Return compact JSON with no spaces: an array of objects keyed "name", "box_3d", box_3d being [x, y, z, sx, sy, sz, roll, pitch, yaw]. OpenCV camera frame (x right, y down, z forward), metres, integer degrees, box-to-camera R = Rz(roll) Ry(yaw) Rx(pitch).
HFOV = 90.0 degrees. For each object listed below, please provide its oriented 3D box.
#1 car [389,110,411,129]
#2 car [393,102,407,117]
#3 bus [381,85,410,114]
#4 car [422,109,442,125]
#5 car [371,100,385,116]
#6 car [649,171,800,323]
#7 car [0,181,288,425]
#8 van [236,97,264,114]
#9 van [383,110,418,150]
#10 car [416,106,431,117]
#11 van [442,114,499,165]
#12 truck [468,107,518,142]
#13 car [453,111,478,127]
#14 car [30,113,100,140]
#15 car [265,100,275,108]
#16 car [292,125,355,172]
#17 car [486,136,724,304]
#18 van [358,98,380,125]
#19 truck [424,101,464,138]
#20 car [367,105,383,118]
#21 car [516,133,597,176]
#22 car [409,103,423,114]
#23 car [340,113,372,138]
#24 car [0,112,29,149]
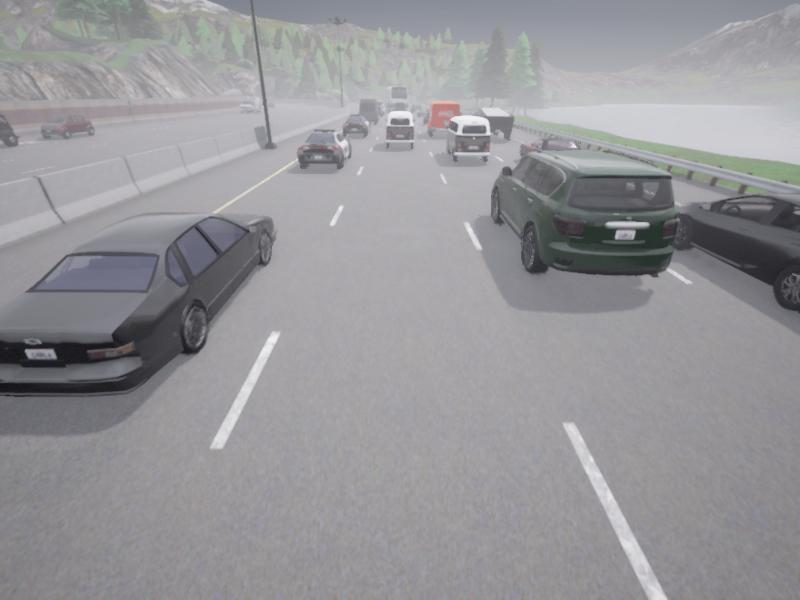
[{"name":"car","box_3d":[0.018,-18.517,40.883,2.128,1.511,4.902,0,27,0]},{"name":"car","box_3d":[-0.040,-28.737,60.300,1.905,1.878,3.866,0,27,-1]},{"name":"bus","box_3d":[-0.915,-36.411,72.596,3.944,4.253,10.273,-3,27,-7]},{"name":"car","box_3d":[3.521,-20.531,44.872,1.816,1.474,4.193,0,27,0]},{"name":"car","box_3d":[-3.628,-31.063,64.611,2.150,2.045,5.566,-2,27,-4]},{"name":"car","box_3d":[6.997,-1.161,7.267,2.007,1.525,4.514,0,27,0]},{"name":"car","box_3d":[-3.502,-0.578,6.158,2.033,1.411,5.357,0,27,0]},{"name":"van","box_3d":[-24.748,-32.230,66.193,2.351,2.431,6.366,-1,27,-2]},{"name":"van","box_3d":[0.009,-11.092,25.897,2.069,2.038,4.480,0,27,0]},{"name":"car","box_3d":[3.459,-28.544,60.617,1.895,1.301,4.718,0,27,-1]},{"name":"van","box_3d":[3.508,-8.490,20.890,2.069,2.038,4.480,0,27,0]},{"name":"truck","box_3d":[7.015,-13.798,31.168,2.390,2.098,6.274,0,27,0]},{"name":"car","box_3d":[7.019,-19.543,43.191,1.895,1.301,4.718,0,27,0]},{"name":"car","box_3d":[-24.488,-12.795,29.446,1.789,1.549,3.705,0,27,0]},{"name":"car","box_3d":[-29.304,-44.120,90.196,1.882,1.535,5.008,-7,28,-14]},{"name":"car","box_3d":[-3.493,-7.397,19.236,2.038,1.542,4.974,0,27,0]},{"name":"car","box_3d":[3.490,-2.124,8.525,2.150,2.045,5.566,1,27,1]},{"name":"van","box_3d":[-3.470,-21.588,45.682,1.988,2.561,5.915,0,27,0]},{"name":"truck","box_3d":[3.516,-15.000,33.064,2.627,2.467,5.204,0,28,0]},{"name":"car","box_3d":[-3.493,-26.953,57.195,2.007,1.525,4.514,0,27,-1]},{"name":"car","box_3d":[7.003,-6.841,18.544,1.895,1.301,4.718,0,27,0]},{"name":"car","box_3d":[2.827,-34.517,72.029,2.007,1.525,4.514,-2,27,-5]},{"name":"car","box_3d":[-3.486,-14.306,32.647,2.038,1.542,4.974,0,27,0]},{"name":"car","box_3d":[-24.492,-9.769,23.204,1.905,1.878,3.866,0,27,0]}]
